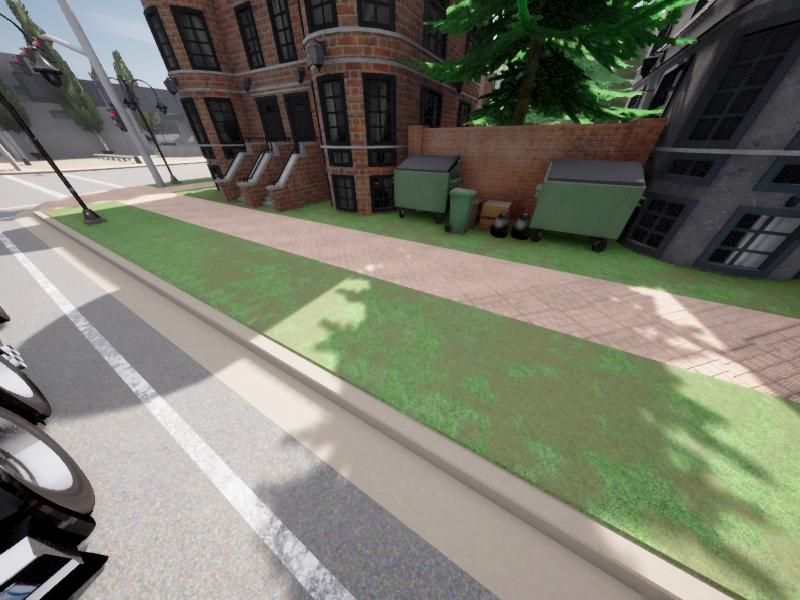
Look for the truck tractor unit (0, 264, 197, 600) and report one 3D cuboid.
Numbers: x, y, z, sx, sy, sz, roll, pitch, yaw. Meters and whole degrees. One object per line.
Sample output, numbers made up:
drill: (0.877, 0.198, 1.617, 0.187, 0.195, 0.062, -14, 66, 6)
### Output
truck tractor unit: (-5.111, -0.301, 0.778, 6.516, 4.208, 3.053, 18, 39, 24)
